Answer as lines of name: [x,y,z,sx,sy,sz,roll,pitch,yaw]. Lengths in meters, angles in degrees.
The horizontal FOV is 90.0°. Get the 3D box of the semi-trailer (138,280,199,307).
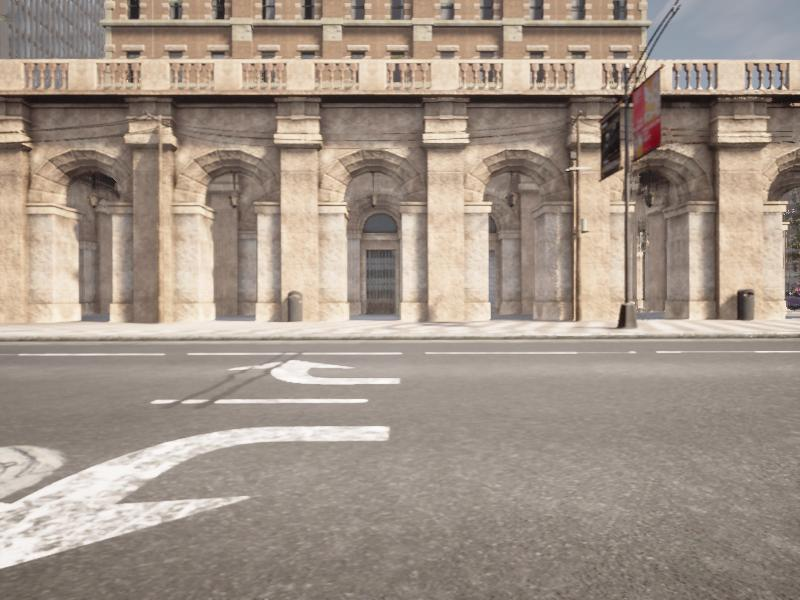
semi-trailer: [-40.675,-1.045,71.202,2.717,4.402,14.254,0,0,0]
